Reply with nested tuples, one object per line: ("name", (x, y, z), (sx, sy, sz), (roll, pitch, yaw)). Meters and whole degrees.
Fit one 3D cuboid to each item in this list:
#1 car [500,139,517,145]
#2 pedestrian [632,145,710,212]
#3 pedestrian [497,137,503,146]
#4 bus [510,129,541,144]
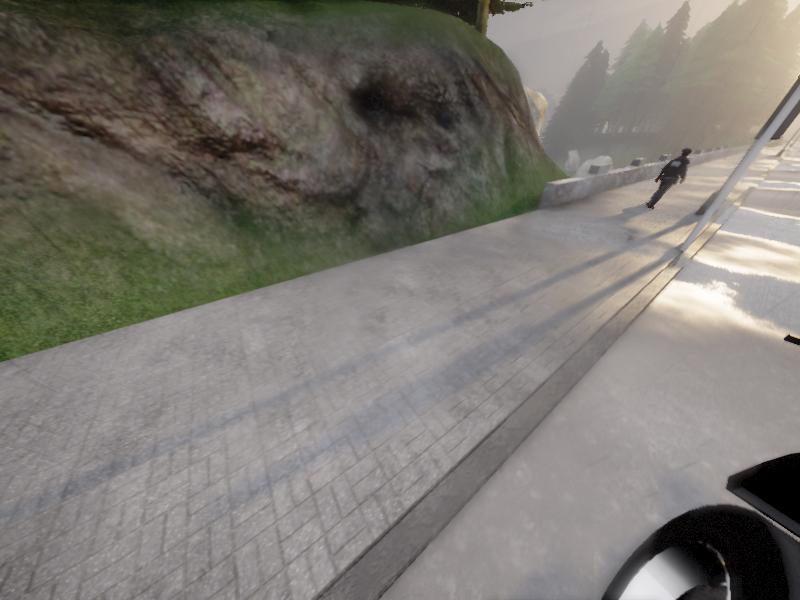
("car", (33.457, -48.855, 71.364), (5.238, 1.638, 1.930), (-22, 41, -28))
("pedestrian", (8.938, -4.040, 7.707), (0.751, 1.860, 0.751), (-15, 38, -20))
("pedestrian", (26.941, -42.677, 62.262), (0.751, 1.860, 0.751), (-22, 41, -28))
("bus", (43.730, -56.856, 80.332), (10.273, 4.253, 3.944), (-22, 41, -28))
